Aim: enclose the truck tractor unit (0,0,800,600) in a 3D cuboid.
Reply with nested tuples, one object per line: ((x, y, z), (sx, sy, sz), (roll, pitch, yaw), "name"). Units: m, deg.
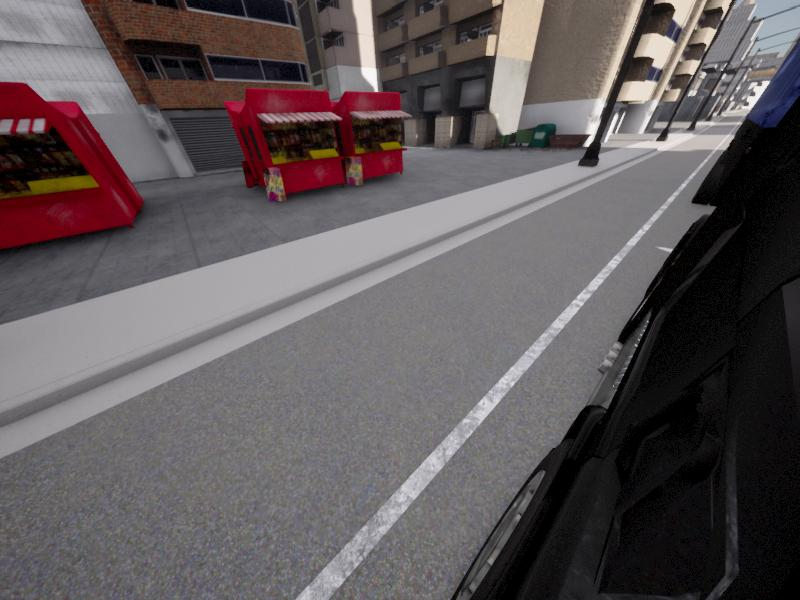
((2.645, -0.295, 0.351), (6.516, 4.208, 3.053), (-28, 44, -30), "truck tractor unit")

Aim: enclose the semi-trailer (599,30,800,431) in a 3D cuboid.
((8.635, -3.646, 4.290), (14.254, 4.402, 2.717), (-29, 44, -30), "semi-trailer")

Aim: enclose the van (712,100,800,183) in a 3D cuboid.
((16.400, -6.993, 9.961), (6.366, 2.431, 2.351), (-28, 44, -30), "van")

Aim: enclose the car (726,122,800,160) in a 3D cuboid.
((22.055, -9.669, 13.942), (4.902, 1.511, 2.128), (-28, 44, -30), "car")
